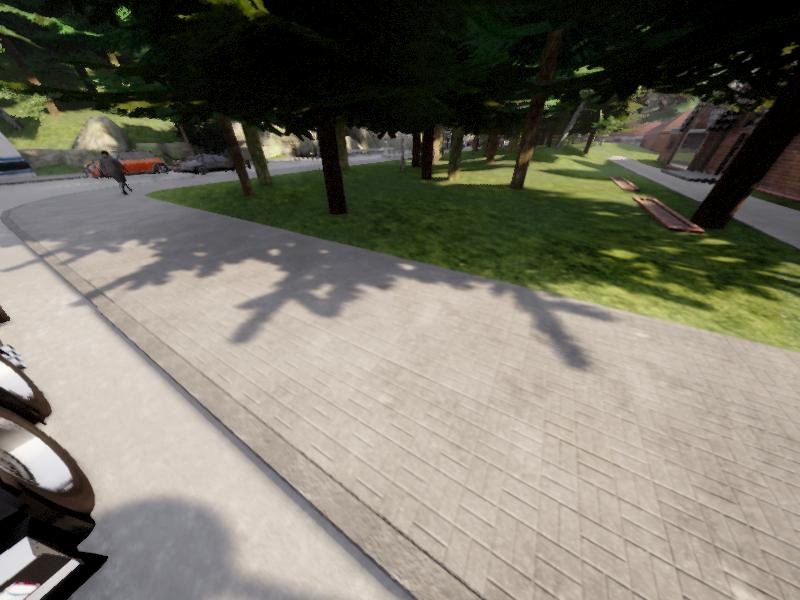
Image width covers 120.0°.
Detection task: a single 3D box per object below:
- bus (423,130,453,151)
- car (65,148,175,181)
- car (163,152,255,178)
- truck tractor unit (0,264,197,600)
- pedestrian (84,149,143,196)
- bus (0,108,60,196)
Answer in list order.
[{"bbox_3d":[10.304,-42.254,61.261,3.944,4.253,10.273,18,39,24],"label":"bus"},{"bbox_3d":[-20.630,-10.272,17.366,2.097,1.767,4.553,16,38,21],"label":"car"},{"bbox_3d":[-15.342,-11.204,19.007,2.033,1.411,5.357,19,39,26],"label":"car"},{"bbox_3d":[-5.111,-0.301,0.779,6.516,4.208,3.053,18,39,24],"label":"truck tractor unit"},{"bbox_3d":[-13.377,-6.003,10.889,0.751,1.860,0.751,-10,36,-13],"label":"pedestrian"},{"bbox_3d":[-22.148,-5.554,8.445,3.944,4.253,10.273,-1,36,-4],"label":"bus"}]
